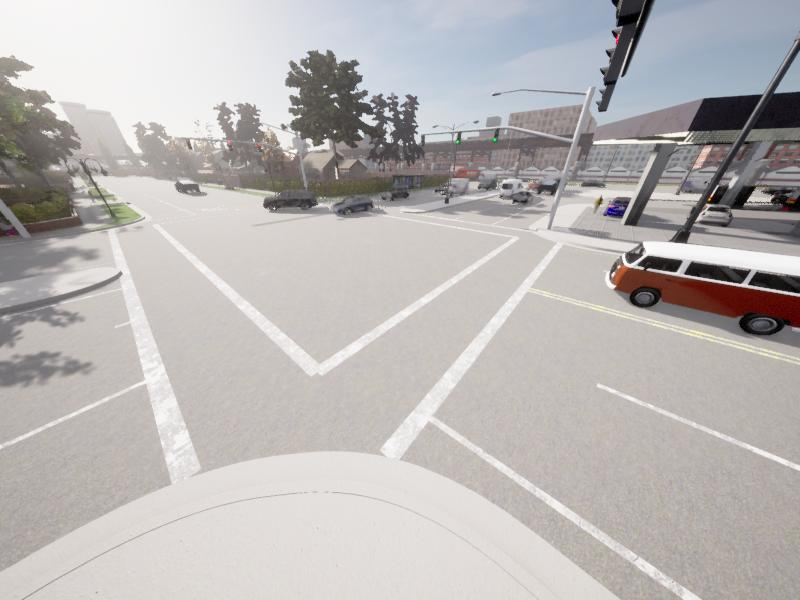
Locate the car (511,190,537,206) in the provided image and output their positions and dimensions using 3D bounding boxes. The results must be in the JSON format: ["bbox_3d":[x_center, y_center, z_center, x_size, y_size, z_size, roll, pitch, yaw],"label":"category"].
[{"bbox_3d":[16.106,-13.364,30.022,1.845,1.501,3.633,23,37,34],"label":"car"}]

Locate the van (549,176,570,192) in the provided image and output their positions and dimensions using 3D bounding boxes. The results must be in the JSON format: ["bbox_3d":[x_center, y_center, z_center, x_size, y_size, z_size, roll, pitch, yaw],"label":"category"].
[{"bbox_3d":[31.939,-23.343,46.300,1.988,2.561,5.915,23,37,34],"label":"van"}]

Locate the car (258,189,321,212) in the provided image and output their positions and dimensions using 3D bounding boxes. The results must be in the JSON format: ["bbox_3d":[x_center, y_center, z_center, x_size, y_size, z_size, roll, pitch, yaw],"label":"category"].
[{"bbox_3d":[-11.894,-10.943,25.314,5.566,2.045,2.150,-4,31,-7],"label":"car"}]

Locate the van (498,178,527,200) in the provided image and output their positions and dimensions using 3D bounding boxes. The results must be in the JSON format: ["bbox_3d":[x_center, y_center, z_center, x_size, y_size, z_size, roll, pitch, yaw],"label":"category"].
[{"bbox_3d":[17.539,-17.403,36.009,1.988,2.561,5.915,22,37,33],"label":"van"}]

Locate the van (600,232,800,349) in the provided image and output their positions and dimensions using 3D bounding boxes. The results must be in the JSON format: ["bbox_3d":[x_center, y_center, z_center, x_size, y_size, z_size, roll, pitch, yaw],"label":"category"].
[{"bbox_3d":[9.670,-0.596,7.398,4.480,2.038,2.069,21,36,32],"label":"van"}]

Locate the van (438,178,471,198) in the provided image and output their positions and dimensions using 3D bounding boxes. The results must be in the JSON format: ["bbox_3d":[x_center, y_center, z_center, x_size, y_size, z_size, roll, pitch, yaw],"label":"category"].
[{"bbox_3d":[8.993,-18.474,37.974,2.351,2.431,6.366,23,37,33],"label":"van"}]

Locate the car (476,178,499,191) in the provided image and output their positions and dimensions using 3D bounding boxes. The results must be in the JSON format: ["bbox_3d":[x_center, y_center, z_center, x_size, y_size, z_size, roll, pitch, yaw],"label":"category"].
[{"bbox_3d":[18.016,-23.753,47.503,2.150,2.045,5.566,22,37,34],"label":"car"}]

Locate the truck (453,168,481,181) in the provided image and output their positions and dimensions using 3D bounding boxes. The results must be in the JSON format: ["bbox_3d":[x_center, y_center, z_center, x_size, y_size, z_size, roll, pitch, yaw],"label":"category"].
[{"bbox_3d":[23.002,-43.418,79.776,8.468,3.827,2.891,23,37,34],"label":"truck"}]

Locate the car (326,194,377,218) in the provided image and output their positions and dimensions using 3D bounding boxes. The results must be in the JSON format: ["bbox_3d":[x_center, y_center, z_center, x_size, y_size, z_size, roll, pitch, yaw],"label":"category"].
[{"bbox_3d":[-4.812,-9.793,23.741,2.033,1.649,4.856,22,37,34],"label":"car"}]

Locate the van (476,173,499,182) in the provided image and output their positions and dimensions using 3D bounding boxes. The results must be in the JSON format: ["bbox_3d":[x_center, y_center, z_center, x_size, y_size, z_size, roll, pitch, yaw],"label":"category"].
[{"bbox_3d":[27.545,-38.700,72.854,5.915,2.561,1.988,23,37,34],"label":"van"}]

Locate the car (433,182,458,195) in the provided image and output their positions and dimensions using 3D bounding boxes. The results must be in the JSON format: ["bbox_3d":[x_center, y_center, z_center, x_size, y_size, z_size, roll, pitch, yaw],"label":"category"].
[{"bbox_3d":[8.368,-20.490,42.272,2.152,1.651,5.027,23,37,34],"label":"car"}]

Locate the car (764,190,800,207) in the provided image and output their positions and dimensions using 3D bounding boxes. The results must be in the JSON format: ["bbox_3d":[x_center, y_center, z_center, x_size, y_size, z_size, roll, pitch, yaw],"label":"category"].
[{"bbox_3d":[49.028,-12.268,28.013,5.238,1.638,1.930,4,30,7],"label":"car"}]

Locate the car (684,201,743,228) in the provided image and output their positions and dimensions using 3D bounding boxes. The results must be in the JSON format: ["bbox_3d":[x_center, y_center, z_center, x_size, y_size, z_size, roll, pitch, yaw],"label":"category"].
[{"bbox_3d":[25.999,-7.245,19.370,1.970,1.475,3.806,23,37,34],"label":"car"}]

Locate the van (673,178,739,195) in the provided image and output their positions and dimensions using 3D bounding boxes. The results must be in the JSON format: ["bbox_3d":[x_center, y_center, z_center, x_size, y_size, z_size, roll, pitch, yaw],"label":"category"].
[{"bbox_3d":[54.549,-20.522,41.513,6.366,2.431,2.351,23,37,34],"label":"van"}]

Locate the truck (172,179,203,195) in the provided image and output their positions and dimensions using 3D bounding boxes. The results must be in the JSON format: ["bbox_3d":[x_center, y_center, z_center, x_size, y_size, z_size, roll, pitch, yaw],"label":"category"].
[{"bbox_3d":[-38.768,-20.621,42.023,6.274,2.098,2.390,22,37,33],"label":"truck"}]

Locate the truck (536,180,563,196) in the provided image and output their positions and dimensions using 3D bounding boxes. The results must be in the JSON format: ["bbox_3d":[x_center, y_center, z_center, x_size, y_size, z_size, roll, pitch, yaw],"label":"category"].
[{"bbox_3d":[26.253,-19.739,40.493,2.390,2.098,6.274,23,37,34],"label":"truck"}]

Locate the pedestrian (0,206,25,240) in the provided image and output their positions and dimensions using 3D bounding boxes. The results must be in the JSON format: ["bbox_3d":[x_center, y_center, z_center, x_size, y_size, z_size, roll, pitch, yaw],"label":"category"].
[{"bbox_3d":[-25.427,-4.934,14.754,0.751,1.860,0.751,24,38,35],"label":"pedestrian"}]

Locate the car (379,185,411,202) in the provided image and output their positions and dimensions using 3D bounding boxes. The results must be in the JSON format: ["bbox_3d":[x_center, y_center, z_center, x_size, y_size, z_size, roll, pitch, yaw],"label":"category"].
[{"bbox_3d":[-0.603,-15.191,32.841,1.932,1.855,4.605,22,36,33],"label":"car"}]

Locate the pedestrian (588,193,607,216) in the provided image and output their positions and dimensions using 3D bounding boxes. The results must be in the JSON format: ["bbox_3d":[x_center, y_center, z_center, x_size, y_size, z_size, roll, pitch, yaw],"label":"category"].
[{"bbox_3d":[18.629,-8.984,21.755,0.751,1.860,0.751,22,37,33],"label":"pedestrian"}]

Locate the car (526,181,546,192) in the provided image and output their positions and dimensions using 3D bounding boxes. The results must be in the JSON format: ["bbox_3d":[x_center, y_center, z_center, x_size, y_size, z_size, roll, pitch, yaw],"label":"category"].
[{"bbox_3d":[27.745,-23.174,46.922,2.152,1.651,5.027,23,37,34],"label":"car"}]

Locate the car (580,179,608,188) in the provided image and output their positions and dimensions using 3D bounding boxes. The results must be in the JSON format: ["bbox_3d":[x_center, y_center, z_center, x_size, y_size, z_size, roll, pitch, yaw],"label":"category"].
[{"bbox_3d":[44.443,-26.739,52.932,4.553,1.767,2.097,23,37,34],"label":"car"}]

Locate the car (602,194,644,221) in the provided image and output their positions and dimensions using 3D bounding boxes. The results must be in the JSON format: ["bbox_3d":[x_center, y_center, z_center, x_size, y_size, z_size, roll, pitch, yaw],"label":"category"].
[{"bbox_3d":[21.088,-8.924,21.955,2.242,1.667,4.611,23,37,34],"label":"car"}]
